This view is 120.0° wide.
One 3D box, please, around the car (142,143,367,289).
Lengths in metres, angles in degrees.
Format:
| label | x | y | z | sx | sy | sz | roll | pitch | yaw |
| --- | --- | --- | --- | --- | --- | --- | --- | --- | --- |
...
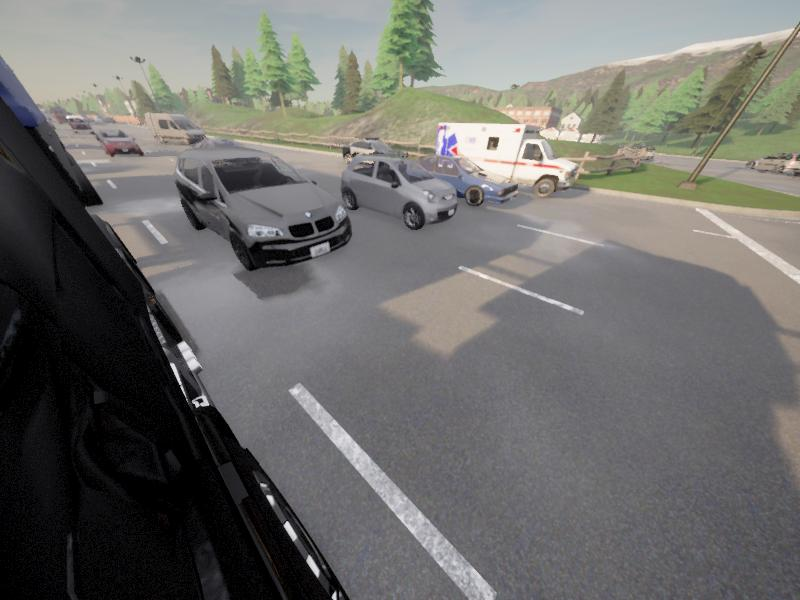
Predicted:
| label | x | y | z | sx | sy | sz | roll | pitch | yaw |
| --- | --- | --- | --- | --- | --- | --- | --- | --- | --- |
| car | -3.183 | -2.279 | 5.099 | 4.611 | 1.667 | 2.242 | 28 | 44 | 30 |

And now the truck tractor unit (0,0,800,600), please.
| label | x | y | z | sx | sy | sz | roll | pitch | yaw |
| --- | --- | --- | --- | --- | --- | --- | --- | --- | --- |
| truck tractor unit | -2.645 | -0.295 | 0.351 | 6.516 | 4.208 | 3.053 | 28 | 44 | 30 |

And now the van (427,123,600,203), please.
| label | x | y | z | sx | sy | sz | roll | pitch | yaw |
| --- | --- | --- | --- | --- | --- | --- | --- | --- | --- |
| van | 4.689 | -6.602 | 10.733 | 6.366 | 2.431 | 2.351 | 28 | 44 | 30 |

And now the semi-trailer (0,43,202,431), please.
| label | x | y | z | sx | sy | sz | roll | pitch | yaw |
| --- | --- | --- | --- | --- | --- | --- | --- | --- | --- |
| semi-trailer | -8.707 | -3.585 | 4.241 | 14.254 | 4.402 | 2.717 | 28 | 44 | 30 |

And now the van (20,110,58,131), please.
| label | x | y | z | sx | sy | sz | roll | pitch | yaw |
| --- | --- | --- | --- | --- | --- | --- | --- | --- | --- |
| van | -58.747 | -29.275 | 37.694 | 6.366 | 2.431 | 2.351 | 28 | 44 | 30 |

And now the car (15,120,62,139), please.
| label | x | y | z | sx | sy | sz | roll | pitch | yaw |
| --- | --- | --- | --- | --- | --- | --- | --- | --- | --- |
| car | -39.577 | -18.738 | 25.379 | 4.792 | 1.488 | 2.163 | 28 | 44 | 30 |

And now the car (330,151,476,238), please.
| label | x | y | z | sx | sy | sz | roll | pitch | yaw |
| --- | --- | --- | --- | --- | --- | --- | --- | --- | --- |
| car | -0.043 | -3.283 | 6.750 | 3.633 | 1.501 | 1.845 | 28 | 44 | 30 |

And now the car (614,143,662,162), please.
| label | x | y | z | sx | sy | sz | roll | pitch | yaw |
| --- | --- | --- | --- | --- | --- | --- | --- | --- | --- |
| car | 29.103 | -18.247 | 28.471 | 1.851 | 1.617 | 3.988 | 4 | 37 | 2 |

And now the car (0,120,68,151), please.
| label | x | y | z | sx | sy | sz | roll | pitch | yaw |
| --- | --- | --- | --- | --- | --- | --- | --- | --- | --- |
| car | -27.792 | -12.556 | 17.601 | 5.027 | 1.651 | 2.152 | 28 | 44 | 30 |

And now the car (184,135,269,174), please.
| label | x | y | z | sx | sy | sz | roll | pitch | yaw |
| --- | --- | --- | --- | --- | --- | --- | --- | --- | --- |
| car | -10.118 | -8.559 | 13.403 | 5.357 | 1.411 | 2.033 | 28 | 44 | 30 |

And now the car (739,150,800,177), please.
| label | x | y | z | sx | sy | sz | roll | pitch | yaw |
| --- | --- | --- | --- | --- | --- | --- | --- | --- | --- |
| car | 34.398 | -12.419 | 20.921 | 1.851 | 1.617 | 3.988 | 10 | 37 | 11 |

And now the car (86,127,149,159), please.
| label | x | y | z | sx | sy | sz | roll | pitch | yaw |
| --- | --- | --- | --- | --- | --- | --- | --- | --- | --- |
| car | -18.872 | -10.524 | 15.442 | 3.633 | 1.501 | 1.845 | 28 | 44 | 30 |

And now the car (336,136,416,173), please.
| label | x | y | z | sx | sy | sz | roll | pitch | yaw |
| --- | --- | --- | --- | --- | --- | --- | --- | --- | --- |
| car | -1.657 | -9.641 | 15.127 | 5.238 | 1.638 | 1.930 | 28 | 44 | 30 |

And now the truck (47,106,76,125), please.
| label | x | y | z | sx | sy | sz | roll | pitch | yaw |
| --- | --- | --- | --- | --- | --- | --- | --- | --- | --- |
| truck | -91.852 | -50.105 | 62.701 | 8.468 | 3.827 | 2.891 | 28 | 44 | 30 |

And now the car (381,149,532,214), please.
| label | x | y | z | sx | sy | sz | roll | pitch | yaw |
| --- | --- | --- | --- | --- | --- | --- | --- | --- | --- |
| car | 1.881 | -4.935 | 9.198 | 5.357 | 1.411 | 2.033 | 28 | 44 | 30 |

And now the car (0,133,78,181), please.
| label | x | y | z | sx | sy | sz | roll | pitch | yaw |
| --- | --- | --- | --- | --- | --- | --- | --- | --- | --- |
| car | -16.496 | -6.469 | 10.252 | 4.181 | 1.385 | 1.994 | 28 | 43 | 30 |

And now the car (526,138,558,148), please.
| label | x | y | z | sx | sy | sz | roll | pitch | yaw |
| --- | --- | --- | --- | --- | --- | --- | --- | --- | --- |
| car | 30.131 | -33.518 | 49.268 | 2.033 | 1.411 | 5.357 | -19 | 42 | -26 |

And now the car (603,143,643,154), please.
| label | x | y | z | sx | sy | sz | roll | pitch | yaw |
| --- | --- | --- | --- | --- | --- | --- | --- | --- | --- |
| car | 38.353 | -26.135 | 39.871 | 1.895 | 1.301 | 4.718 | -6 | 37 | -12 |

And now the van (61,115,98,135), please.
| label | x | y | z | sx | sy | sz | roll | pitch | yaw |
| --- | --- | --- | --- | --- | --- | --- | --- | --- | --- |
| van | -44.289 | -24.170 | 31.953 | 4.480 | 2.038 | 2.069 | 28 | 44 | 30 |

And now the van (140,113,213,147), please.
| label | x | y | z | sx | sy | sz | roll | pitch | yaw |
| --- | --- | --- | --- | --- | --- | --- | --- | --- | --- |
| van | -22.704 | -17.369 | 23.598 | 5.915 | 2.561 | 1.988 | 14 | 38 | 16 |
